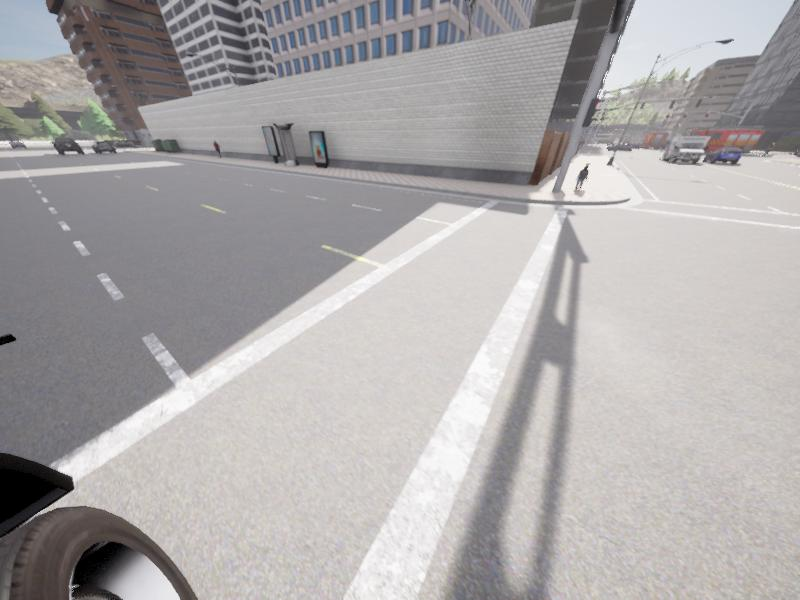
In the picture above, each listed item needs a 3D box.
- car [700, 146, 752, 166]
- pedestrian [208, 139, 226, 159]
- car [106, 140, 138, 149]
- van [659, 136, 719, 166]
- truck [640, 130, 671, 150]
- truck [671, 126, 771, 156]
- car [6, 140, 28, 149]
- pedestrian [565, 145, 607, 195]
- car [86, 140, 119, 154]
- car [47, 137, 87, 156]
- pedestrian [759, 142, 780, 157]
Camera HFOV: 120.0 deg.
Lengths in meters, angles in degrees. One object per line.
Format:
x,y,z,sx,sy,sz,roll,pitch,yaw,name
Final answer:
35.291,-15.766,25.182,2.007,1.525,4.514,23,41,29,car
-20.228,-16.748,25.595,0.751,1.860,0.751,25,42,30,pedestrian
-59.339,-33.202,49.369,1.789,1.549,3.705,22,41,28,car
31.639,-16.646,25.629,2.351,2.431,6.366,22,41,28,van
63.732,-40.084,57.799,2.891,3.827,8.468,22,41,28,truck
52.656,-26.501,38.488,8.468,3.827,2.891,21,40,27,truck
-79.888,-32.474,48.209,4.193,1.474,1.816,22,41,28,car
8.285,-5.813,10.321,0.751,1.860,0.751,27,43,32,pedestrian
-46.215,-23.755,35.887,4.856,1.649,2.033,22,41,28,car
-48.286,-22.298,33.462,5.566,2.045,2.150,22,41,28,car
54.787,-22.339,34.268,0.751,1.860,0.751,-15,38,-20,pedestrian
